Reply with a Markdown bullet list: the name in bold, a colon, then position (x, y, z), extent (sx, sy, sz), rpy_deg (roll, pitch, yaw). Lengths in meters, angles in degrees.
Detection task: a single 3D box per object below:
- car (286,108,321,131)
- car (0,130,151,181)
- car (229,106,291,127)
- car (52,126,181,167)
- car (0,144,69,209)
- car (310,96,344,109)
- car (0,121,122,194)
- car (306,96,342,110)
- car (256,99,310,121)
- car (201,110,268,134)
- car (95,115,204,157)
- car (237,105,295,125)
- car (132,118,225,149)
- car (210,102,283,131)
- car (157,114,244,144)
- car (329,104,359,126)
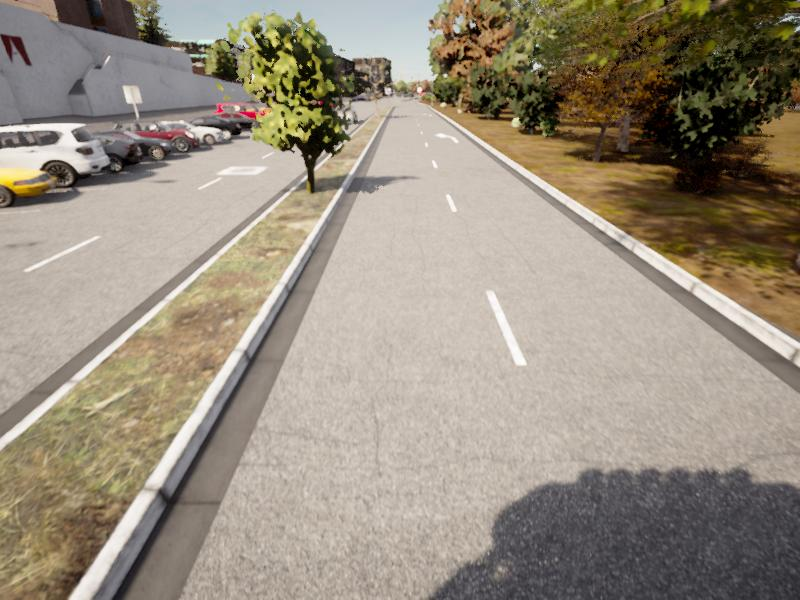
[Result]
- **car**: position (-8.481, -16.151, 35.659), extent (1.837, 1.490, 4.892), rpy_deg (0, 28, 0)
- **car**: position (-13.733, -6.242, 17.055), extent (4.792, 1.488, 2.163), rpy_deg (-10, 29, -17)
- **car**: position (-13.354, -17.575, 38.319), extent (5.366, 1.575, 1.946), rpy_deg (-10, 29, -17)
- **car**: position (-13.687, -7.640, 19.737), extent (4.674, 1.452, 2.002), rpy_deg (-10, 29, -17)
- **car**: position (-13.580, -3.521, 11.788), extent (5.366, 1.575, 1.946), rpy_deg (-10, 29, -17)
- **car**: position (-13.174, -35.917, 72.711), extent (5.566, 2.045, 2.435), rpy_deg (-10, 29, -17)
- **car**: position (-13.759, -5.096, 14.270), extent (5.566, 2.045, 2.435), rpy_deg (-10, 29, -17)
- **car**: position (-13.267, -34.511, 70.021), extent (5.566, 2.045, 2.435), rpy_deg (-10, 29, -17)
- **car**: position (-13.490, -21.965, 46.087), extent (5.566, 2.045, 2.435), rpy_deg (-10, 30, -17)
- **car**: position (-13.547, -14.701, 32.990), extent (4.792, 1.488, 2.163), rpy_deg (-10, 29, -17)
- **car**: position (-13.695, -9.187, 22.301), extent (4.553, 1.767, 2.185), rpy_deg (-10, 29, -17)
- **car**: position (-13.680, -18.914, 40.856), extent (5.366, 1.575, 1.946), rpy_deg (-10, 30, -17)
- **car**: position (-13.643, -10.452, 25.037), extent (4.674, 1.452, 2.002), rpy_deg (-10, 29, -17)
- **car**: position (-13.531, -16.359, 35.510), extent (5.566, 2.045, 2.435), rpy_deg (-10, 29, -17)
- **car**: position (-13.611, -11.897, 27.667), extent (5.008, 1.535, 2.097), rpy_deg (-10, 30, -17)
- **car**: position (-5.447, -18.338, 39.578), extent (2.242, 1.667, 4.611), rpy_deg (0, 28, 0)
